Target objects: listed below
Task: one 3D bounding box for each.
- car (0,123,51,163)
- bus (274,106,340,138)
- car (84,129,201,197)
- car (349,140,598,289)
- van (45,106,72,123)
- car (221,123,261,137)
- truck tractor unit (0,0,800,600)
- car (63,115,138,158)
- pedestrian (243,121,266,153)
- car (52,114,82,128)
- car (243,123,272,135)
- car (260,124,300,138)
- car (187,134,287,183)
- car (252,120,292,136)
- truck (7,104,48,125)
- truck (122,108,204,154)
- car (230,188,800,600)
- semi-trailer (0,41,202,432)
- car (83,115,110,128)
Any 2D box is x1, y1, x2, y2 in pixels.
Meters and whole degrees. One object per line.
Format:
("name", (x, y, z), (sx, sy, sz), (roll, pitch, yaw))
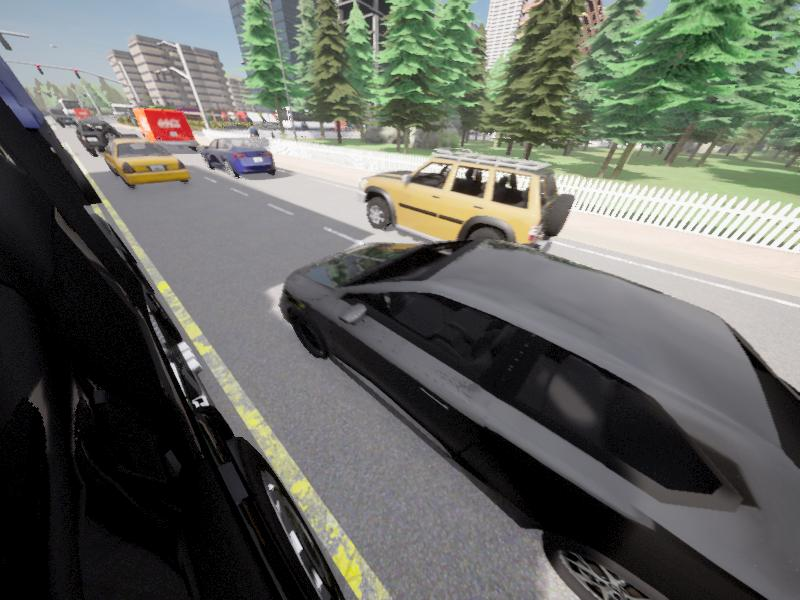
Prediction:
("car", (-20.491, -8.289, 12.090), (3.806, 1.475, 1.970), (28, 44, 30))
("bus", (-16.885, -33.102, 43.099), (3.944, 4.253, 10.273), (27, 45, 29))
("car", (-10.158, -5.539, 9.044), (5.366, 1.575, 1.801), (28, 44, 29))
("car", (1.189, -2.329, 5.289), (4.605, 1.855, 1.932), (29, 44, 29))
("van", (-71.403, -38.722, 48.266), (5.915, 2.561, 1.988), (28, 44, 30))
("car", (-24.565, -26.388, 35.884), (2.007, 1.525, 4.514), (27, 43, 29))
("truck tractor unit", (-2.645, -0.295, 0.351), (6.516, 4.208, 3.053), (28, 44, 30))
("car", (-19.106, -10.448, 14.732), (4.605, 1.855, 1.932), (29, 44, 29))
("pedestrian", (-10.807, -12.090, 17.194), (0.751, 1.860, 0.751), (32, 45, 33))
("car", (-51.878, -27.839, 35.970), (4.514, 1.525, 2.007), (28, 44, 30))
("car", (-26.419, -31.836, 42.949), (1.851, 1.617, 3.988), (27, 43, 29))
("car", (-19.061, -27.037, 37.026), (1.930, 1.638, 5.238), (27, 42, 29))
("car", (-8.044, -7.109, 11.356), (4.792, 1.488, 2.163), (28, 44, 30))
("car", (-23.039, -31.071, 41.794), (2.150, 2.045, 5.566), (27, 43, 29))
("truck", (-61.914, -30.859, 38.524), (5.204, 2.467, 2.627), (28, 44, 30))
("truck", (-17.688, -12.676, 17.294), (5.204, 2.467, 2.627), (28, 44, 30))
("car", (0.557, 0.236, 2.159), (4.193, 1.474, 1.816), (28, 44, 30))
("semi-trailer", (-8.704, -3.612, 4.206), (14.254, 4.402, 2.717), (28, 44, 30))
("car", (-52.390, -30.900, 39.915), (5.238, 1.638, 1.930), (28, 44, 30))
